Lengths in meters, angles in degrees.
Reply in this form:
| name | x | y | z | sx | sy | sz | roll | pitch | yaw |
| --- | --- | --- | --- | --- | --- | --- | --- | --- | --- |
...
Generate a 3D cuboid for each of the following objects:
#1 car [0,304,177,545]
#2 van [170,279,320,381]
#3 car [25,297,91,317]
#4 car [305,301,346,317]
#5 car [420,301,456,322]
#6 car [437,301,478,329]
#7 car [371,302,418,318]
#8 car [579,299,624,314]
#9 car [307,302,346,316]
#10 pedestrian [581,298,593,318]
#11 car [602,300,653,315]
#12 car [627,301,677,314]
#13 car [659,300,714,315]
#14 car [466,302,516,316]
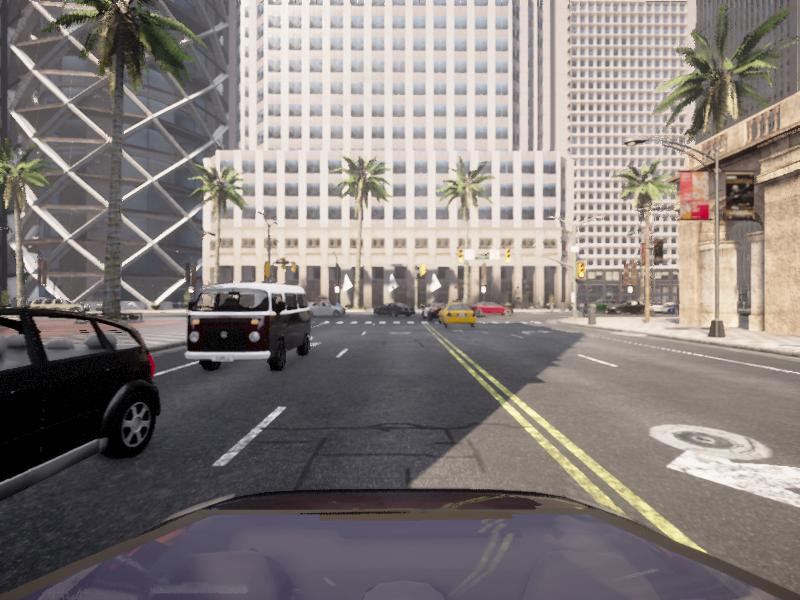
| name | x | y | z | sx | sy | sz | roll | pitch | yaw |
| --- | --- | --- | --- | --- | --- | --- | --- | --- | --- |
| car | -3.502 | 0.822 | 2.828 | 1.789 | 1.549 | 3.705 | 0 | 0 | 0 |
| van | -3.519 | 0.590 | 10.163 | 2.069 | 2.038 | 4.480 | 0 | 0 | 0 |
| car | -34.208 | 0.721 | 40.194 | 4.605 | 1.855 | 1.932 | 1 | -1 | -23 |
| car | -7.251 | 0.899 | 39.199 | 3.633 | 1.501 | 1.845 | 0 | 0 | 0 |
| car | 3.069 | 0.887 | 33.260 | 2.038 | 1.542 | 4.974 | 0 | 0 | -5 |
| car | 3.480 | 0.848 | 25.036 | 1.801 | 1.575 | 5.366 | 0 | 0 | 0 |
| car | -0.629 | 0.968 | 40.134 | 2.033 | 1.411 | 5.357 | 0 | 0 | -36 |
| car | 24.960 | 0.785 | 49.655 | 4.553 | 1.767 | 2.097 | 0 | 0 | 0 |
| car | -7.763 | 0.931 | 42.689 | 3.806 | 1.475 | 1.970 | 0 | 0 | 0 |
| pedestrian | 17.627 | 0.707 | 37.733 | 0.751 | 1.860 | 0.751 | 0 | 0 | -9 |
| car | 26.133 | 0.841 | 46.153 | 4.611 | 1.667 | 2.242 | 0 | 0 | 0 |
| car | 31.230 | 0.917 | 49.640 | 4.974 | 1.542 | 2.038 | 0 | 0 | 0 |
| car | 32.967 | 0.863 | 46.135 | 4.856 | 1.649 | 2.033 | 0 | 0 | 0 |
| car | 9.664 | 0.929 | 42.691 | 4.792 | 1.488 | 2.163 | 0 | 0 | 0 |
